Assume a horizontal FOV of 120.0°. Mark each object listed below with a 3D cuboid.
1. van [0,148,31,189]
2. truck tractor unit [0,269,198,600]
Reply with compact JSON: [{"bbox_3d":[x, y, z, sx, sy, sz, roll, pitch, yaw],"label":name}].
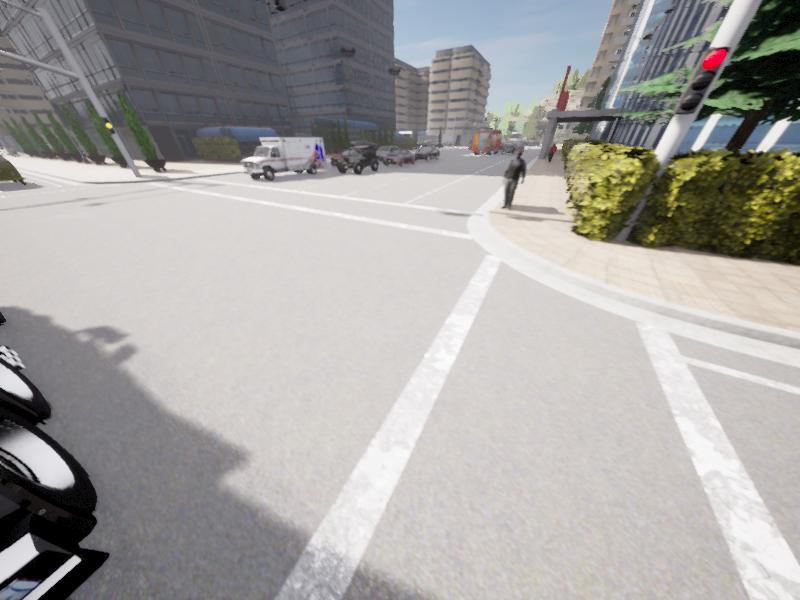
[{"bbox_3d":[-25.634,-8.189,14.270,4.442,1.987,1.775,18,39,24],"label":"van"},{"bbox_3d":[-5.121,-0.290,0.769,6.516,4.208,3.053,18,39,24],"label":"truck tractor unit"}]
